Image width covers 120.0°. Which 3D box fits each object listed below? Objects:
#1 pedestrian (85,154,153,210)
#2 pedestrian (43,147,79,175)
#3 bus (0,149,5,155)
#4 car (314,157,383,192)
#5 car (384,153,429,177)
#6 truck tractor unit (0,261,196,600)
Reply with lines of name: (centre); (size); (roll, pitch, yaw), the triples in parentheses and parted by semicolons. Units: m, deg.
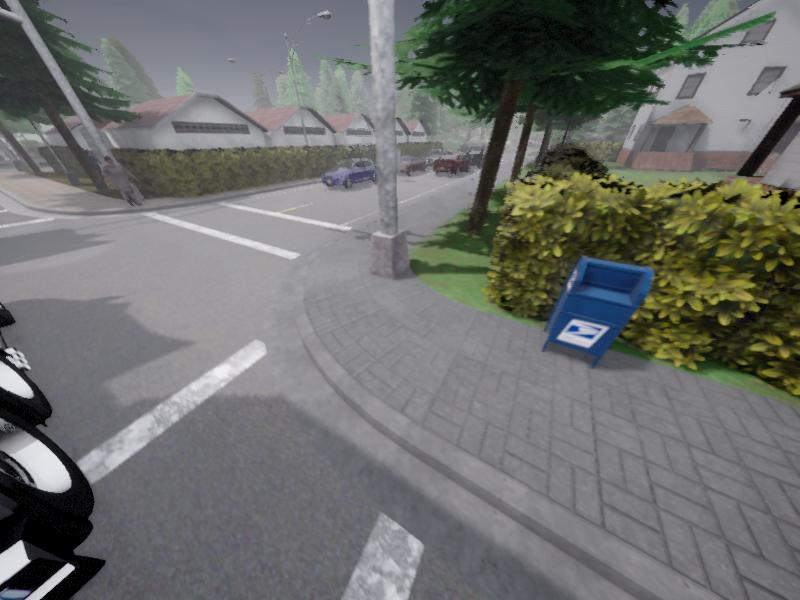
pedestrian: (-11.030, -4.666, 9.160); (0.751, 1.860, 0.751); (12, 37, 17)
pedestrian: (-27.305, -11.223, 18.655); (0.751, 1.860, 0.751); (19, 39, 25)
bus: (-90.594, -31.498, 46.408); (3.944, 4.253, 10.273); (19, 39, 25)
car: (-3.064, -8.135, 14.732); (1.816, 1.474, 4.193); (18, 39, 25)
car: (0.637, -11.680, 19.889); (1.994, 1.385, 4.181); (19, 39, 25)
truck tractor unit: (-5.120, -0.285, 0.816); (6.516, 4.208, 3.053); (18, 39, 25)
